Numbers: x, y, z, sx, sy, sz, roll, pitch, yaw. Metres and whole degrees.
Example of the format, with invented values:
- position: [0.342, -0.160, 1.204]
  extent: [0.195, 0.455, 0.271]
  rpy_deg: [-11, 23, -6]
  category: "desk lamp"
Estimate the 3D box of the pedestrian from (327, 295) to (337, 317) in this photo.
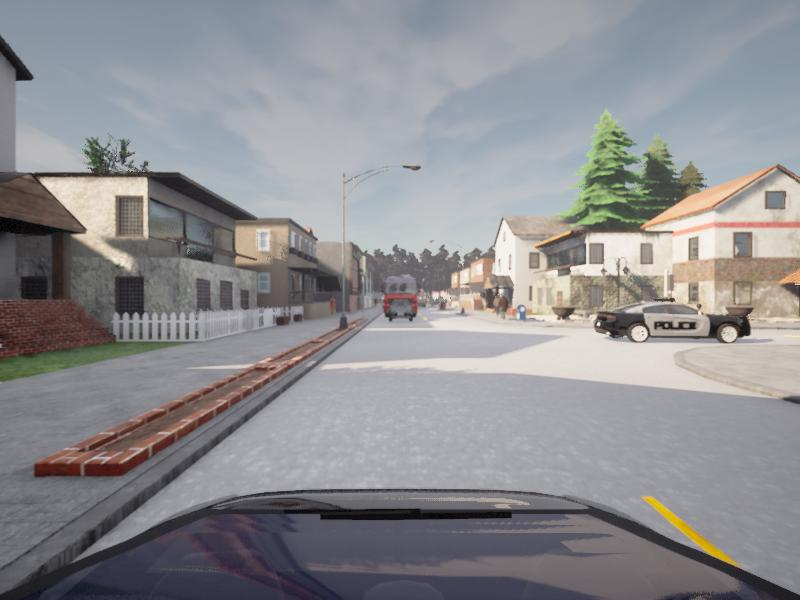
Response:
- position: [-5.656, 0.484, 33.340]
  extent: [0.751, 1.860, 0.751]
  rpy_deg: [0, 0, -1]
  category: "pedestrian"

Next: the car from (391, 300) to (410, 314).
- position: [0.075, 0.783, 46.342]
  extent: [2.163, 1.488, 4.792]
  rpy_deg: [0, 0, 0]
  category: "car"

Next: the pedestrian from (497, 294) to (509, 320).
- position: [7.471, 0.481, 28.998]
  extent: [0.751, 1.860, 0.751]
  rpy_deg: [0, 0, 8]
  category: "pedestrian"

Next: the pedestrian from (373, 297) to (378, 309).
- position: [-3.870, 0.441, 63.420]
  extent: [0.751, 1.860, 0.751]
  rpy_deg: [0, 0, 3]
  category: "pedestrian"

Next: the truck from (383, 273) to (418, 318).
- position: [0.057, -0.376, 37.833]
  extent: [2.891, 3.827, 8.468]
  rpy_deg: [0, 0, 0]
  category: "truck"

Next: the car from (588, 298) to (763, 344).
- position: [10.290, 0.748, 15.292]
  extent: [5.238, 1.638, 1.930]
  rpy_deg: [0, 0, 5]
  category: "car"

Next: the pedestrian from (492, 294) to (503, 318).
- position: [7.623, 0.478, 31.189]
  extent: [0.751, 1.860, 0.751]
  rpy_deg: [0, 0, 6]
  category: "pedestrian"

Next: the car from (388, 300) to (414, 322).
- position: [0.058, 0.771, 29.558]
  extent: [1.789, 1.549, 3.705]
  rpy_deg: [0, 0, 0]
  category: "car"
